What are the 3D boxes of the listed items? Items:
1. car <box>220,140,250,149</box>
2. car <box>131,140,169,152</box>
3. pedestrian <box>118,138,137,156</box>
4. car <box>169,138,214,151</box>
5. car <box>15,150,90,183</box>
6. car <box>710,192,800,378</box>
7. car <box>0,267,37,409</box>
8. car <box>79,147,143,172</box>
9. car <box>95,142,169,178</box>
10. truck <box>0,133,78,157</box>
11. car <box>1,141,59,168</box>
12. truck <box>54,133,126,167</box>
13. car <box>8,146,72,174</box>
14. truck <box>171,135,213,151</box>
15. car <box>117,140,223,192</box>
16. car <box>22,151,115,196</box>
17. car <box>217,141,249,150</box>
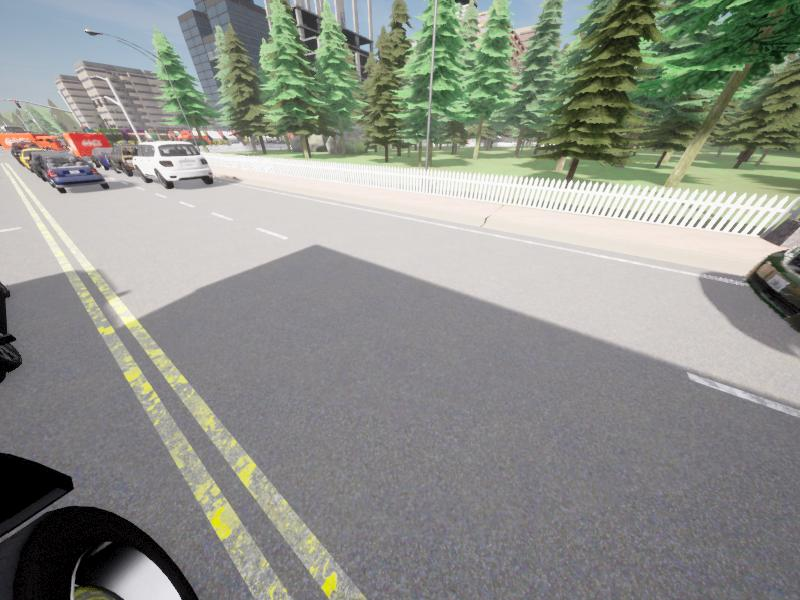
[{"bbox_3d":[-36.961,-35.020,51.954,2.033,1.649,4.856,21,40,26],"label":"car"},{"bbox_3d":[-45.116,-27.850,41.752,1.851,1.617,3.988,22,41,28],"label":"car"},{"bbox_3d":[-34.806,-19.554,29.517,0.751,1.860,0.751,30,45,35],"label":"pedestrian"},{"bbox_3d":[-39.276,-29.418,43.636,2.150,2.045,5.566,21,40,26],"label":"car"},{"bbox_3d":[-21.861,-8.498,14.550,4.193,1.474,1.816,22,40,27],"label":"car"},{"bbox_3d":[7.344,0.405,1.615,5.566,2.045,2.150,22,41,28],"label":"car"},{"bbox_3d":[-6.037,0.219,2.300,3.806,1.475,1.970,22,41,28],"label":"car"},{"bbox_3d":[-24.111,-11.834,19.266,4.792,1.488,2.163,22,40,27],"label":"car"},{"bbox_3d":[-18.717,-9.858,16.153,4.605,1.855,1.932,22,40,27],"label":"car"},{"bbox_3d":[-48.601,-20.820,30.992,5.204,2.467,2.627,-11,37,-16],"label":"truck"},{"bbox_3d":[-33.443,-13.258,20.878,4.605,1.855,1.932,22,40,27],"label":"car"},{"bbox_3d":[-29.375,-14.327,21.910,5.204,2.467,2.627,22,40,27],"label":"truck"},{"bbox_3d":[-27.627,-10.829,17.728,5.366,1.575,1.801,22,40,27],"label":"car"},{"bbox_3d":[-41.364,-31.447,46.144,2.627,2.467,5.204,20,40,26],"label":"truck"},{"bbox_3d":[-12.730,-7.552,12.774,5.566,2.045,2.150,22,40,27],"label":"car"},{"bbox_3d":[-16.642,-6.462,11.627,3.705,1.549,1.789,22,40,27],"label":"car"},{"bbox_3d":[-35.230,-32.796,48.909,2.038,1.542,4.974,21,40,26],"label":"car"}]
